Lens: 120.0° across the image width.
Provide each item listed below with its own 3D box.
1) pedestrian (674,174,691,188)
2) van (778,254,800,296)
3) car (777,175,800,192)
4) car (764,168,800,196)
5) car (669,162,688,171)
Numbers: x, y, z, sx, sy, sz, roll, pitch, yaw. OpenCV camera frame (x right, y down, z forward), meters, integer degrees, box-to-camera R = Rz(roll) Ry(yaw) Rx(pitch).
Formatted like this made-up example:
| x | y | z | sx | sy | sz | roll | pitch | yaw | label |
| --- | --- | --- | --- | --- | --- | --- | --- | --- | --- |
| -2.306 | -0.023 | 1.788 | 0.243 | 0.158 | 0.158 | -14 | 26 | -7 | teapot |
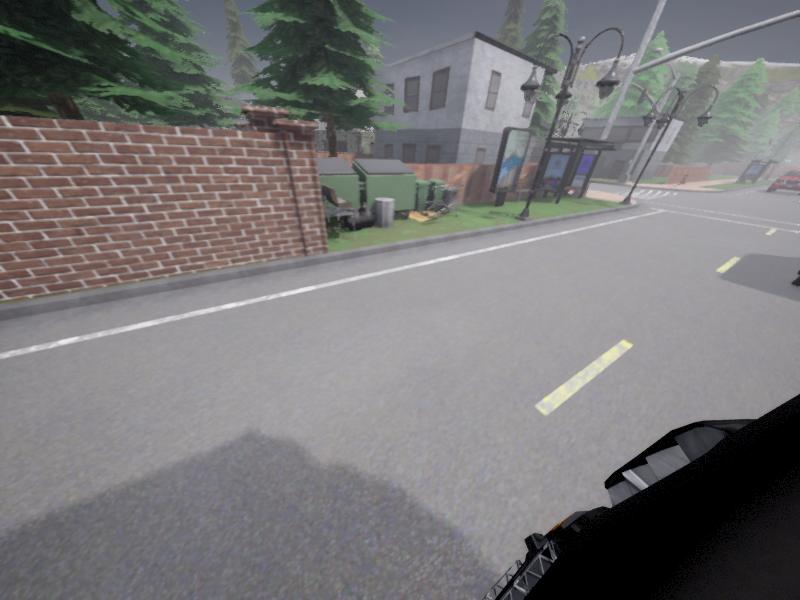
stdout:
| x | y | z | sx | sy | sz | roll | pitch | yaw | label |
| --- | --- | --- | --- | --- | --- | --- | --- | --- | --- |
| 25.962 | -10.946 | 21.208 | 0.500 | 1.100 | 0.500 | -21 | 40 | -31 | pedestrian |
| 10.417 | -1.155 | 4.704 | 4.442 | 1.987 | 1.775 | -16 | 38 | -26 | van |
| 45.266 | -13.182 | 26.104 | 4.181 | 1.385 | 1.994 | -16 | 38 | -26 | car |
| 38.386 | -11.476 | 22.388 | 5.566 | 2.045 | 2.150 | -16 | 38 | -26 | car |
| 74.126 | -35.553 | 61.473 | 4.605 | 1.855 | 1.932 | -17 | 38 | -27 | car |
